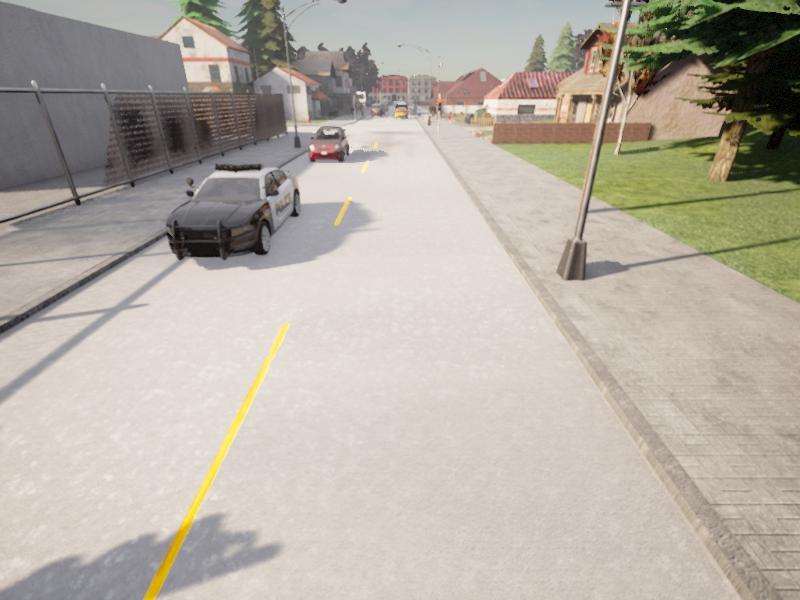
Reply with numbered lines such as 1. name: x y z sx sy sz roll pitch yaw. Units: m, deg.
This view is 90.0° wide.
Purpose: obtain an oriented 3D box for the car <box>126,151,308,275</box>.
1. car: -3.794 -2.411 9.635 1.930 1.638 5.238 0 27 0

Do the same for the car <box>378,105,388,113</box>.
1. car: -3.594 -40.677 85.060 1.994 1.385 4.181 0 27 0

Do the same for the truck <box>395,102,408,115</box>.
1. truck: 0.336 -36.149 75.362 2.390 2.098 6.274 0 27 1

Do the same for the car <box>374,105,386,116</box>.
1. car: -3.651 -34.447 72.654 2.007 1.525 4.514 0 27 -1

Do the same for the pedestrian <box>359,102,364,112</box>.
1. pedestrian: -7.924 -39.718 82.360 0.751 1.860 0.751 -5 27 -9

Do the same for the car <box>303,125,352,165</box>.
1. car: -3.736 -8.322 21.277 1.851 1.617 3.988 0 27 0

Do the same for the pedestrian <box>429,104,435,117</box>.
1. pedestrian: 4.875 -29.089 61.473 0.751 1.860 0.751 -4 27 -7

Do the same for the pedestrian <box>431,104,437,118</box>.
1. pedestrian: 5.050 -27.884 59.109 0.751 1.860 0.751 -1 27 -2

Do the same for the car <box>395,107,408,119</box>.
1. car: 0.283 -29.009 61.961 1.882 1.535 5.008 1 27 1

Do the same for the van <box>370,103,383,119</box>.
1. van: -3.686 -29.886 63.189 1.775 1.987 4.442 0 27 -1

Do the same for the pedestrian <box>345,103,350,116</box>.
1. pedestrian: -8.882 -32.102 67.409 0.751 1.860 0.751 -1 27 -3

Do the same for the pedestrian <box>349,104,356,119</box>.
1. pedestrian: -6.906 -27.367 58.113 0.751 1.860 0.751 4 27 8
